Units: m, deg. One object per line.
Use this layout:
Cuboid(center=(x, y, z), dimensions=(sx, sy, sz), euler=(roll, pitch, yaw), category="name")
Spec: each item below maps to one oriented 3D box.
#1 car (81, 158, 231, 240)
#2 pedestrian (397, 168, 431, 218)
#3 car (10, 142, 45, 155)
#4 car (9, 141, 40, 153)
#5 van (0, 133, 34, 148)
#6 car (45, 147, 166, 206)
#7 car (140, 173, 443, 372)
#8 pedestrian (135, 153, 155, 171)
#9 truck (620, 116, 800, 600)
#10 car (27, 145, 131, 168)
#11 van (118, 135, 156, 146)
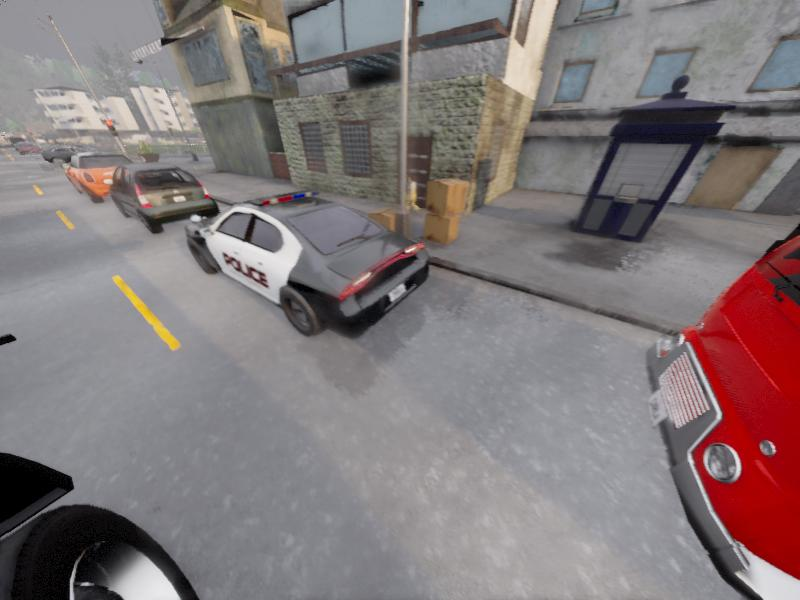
Cuboid(center=(-7.572, -3.359, 7.217), dimensions=(3.988, 1.617, 1.851), euler=(22, 41, 28), category="car")
Cuboid(center=(0.437, -3.460, 7.477), dimensions=(0.751, 1.300, 0.751), euler=(22, 40, 27), category="pedestrian")
Cuboid(center=(-54.211, -22.127, 33.646), dimensions=(4.181, 1.385, 1.994), euler=(21, 40, 26), category="car")
Cuboid(center=(-60.170, -24.535, 37.009), dimensions=(4.181, 1.385, 1.994), euler=(21, 40, 26), category="car")
Cuboid(center=(-85.651, -34.676, 50.294), dimensions=(6.366, 2.431, 2.351), euler=(0, 38, -2), category="van")
Cuboid(center=(-12.978, -5.617, 10.212), dimensions=(4.553, 1.767, 2.097), euler=(22, 41, 28), category="car")
Cuboid(center=(-2.030, -1.086, 4.107), dimensions=(4.974, 1.542, 2.038), euler=(22, 40, 28), category="car")
Cuboid(center=(-18.790, -10.195, 17.040), dimensions=(0.500, 1.100, 0.500), euler=(-21, 40, -27), category="pedestrian")
Cuboid(center=(4.303, 1.088, 0.258), dimensions=(5.204, 2.467, 2.627), euler=(22, 40, 28), category="truck")
Cuboid(center=(-28.359, -12.963, 20.746), dimensions=(4.902, 1.511, 2.128), euler=(-15, 38, -20), category="car")
Cuboid(center=(-73.875, -45.043, 65.083), dimensions=(2.351, 2.431, 6.366), euler=(22, 41, 28), category="van")
